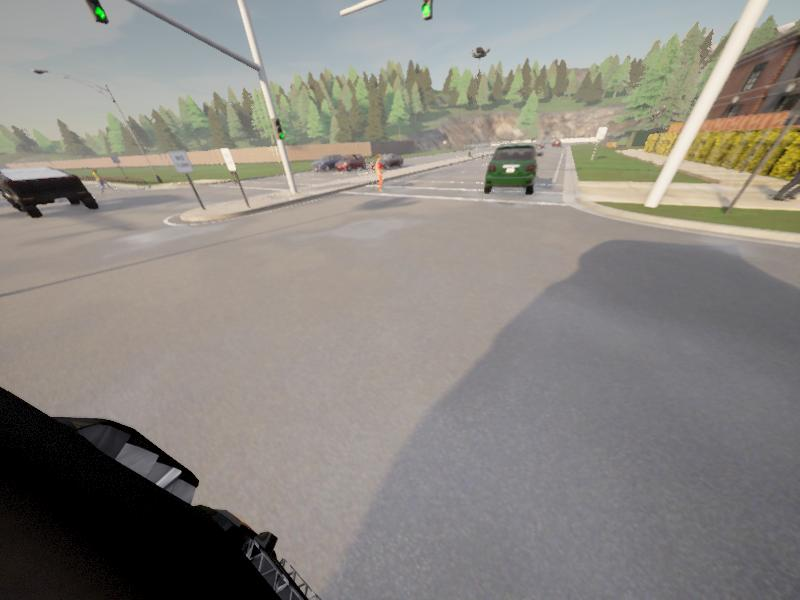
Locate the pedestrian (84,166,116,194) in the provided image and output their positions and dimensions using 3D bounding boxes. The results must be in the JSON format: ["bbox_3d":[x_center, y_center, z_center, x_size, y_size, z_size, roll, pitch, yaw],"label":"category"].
[{"bbox_3d":[-24.067,-9.653,18.573,0.751,1.860,0.751,22,41,33],"label":"pedestrian"}]

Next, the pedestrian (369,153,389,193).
[{"bbox_3d":[-1.148,-7.075,12.882,0.751,1.860,0.751,7,35,15],"label":"pedestrian"}]

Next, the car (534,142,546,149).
[{"bbox_3d":[35.391,-39.044,58.284,1.895,1.301,4.718,16,38,26],"label":"car"}]

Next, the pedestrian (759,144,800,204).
[{"bbox_3d":[11.871,-3.835,6.645,0.751,1.860,0.751,17,39,27],"label":"pedestrian"}]

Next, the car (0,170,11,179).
[{"bbox_3d":[-88.501,-27.644,50.966,3.988,1.617,1.851,16,38,26],"label":"car"}]

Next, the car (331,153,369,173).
[{"bbox_3d":[-5.557,-15.515,26.122,1.851,1.617,3.988,16,38,26],"label":"car"}]

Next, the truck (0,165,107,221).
[{"bbox_3d":[-19.174,-5.905,12.405,6.274,2.098,2.390,16,38,26],"label":"truck"}]

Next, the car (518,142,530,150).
[{"bbox_3d":[31.506,-39.153,58.582,1.837,1.490,4.892,16,38,26],"label":"car"}]

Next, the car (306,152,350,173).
[{"bbox_3d":[-8.506,-16.531,27.709,2.097,1.767,4.553,16,38,26],"label":"car"}]

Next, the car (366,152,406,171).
[{"bbox_3d":[-1.410,-15.690,26.166,2.163,1.488,4.792,16,38,26],"label":"car"}]

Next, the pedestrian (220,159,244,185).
[{"bbox_3d":[-14.181,-10.814,19.514,0.751,1.860,0.751,13,37,23],"label":"pedestrian"}]

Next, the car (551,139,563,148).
[{"bbox_3d":[39.648,-39.594,58.332,2.097,1.767,4.553,17,39,27],"label":"car"}]

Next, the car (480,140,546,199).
[{"bbox_3d":[5.898,-6.882,11.909,2.150,2.045,5.566,13,37,23],"label":"car"}]
